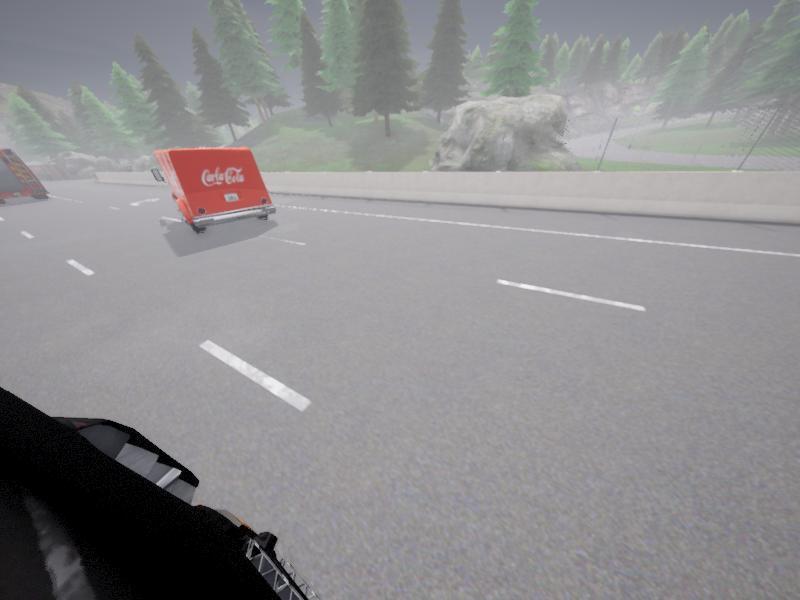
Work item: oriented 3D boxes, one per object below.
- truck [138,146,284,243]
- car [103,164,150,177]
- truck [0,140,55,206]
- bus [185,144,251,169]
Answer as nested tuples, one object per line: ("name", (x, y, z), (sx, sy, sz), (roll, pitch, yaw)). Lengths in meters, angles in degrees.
("truck", (-7.225, -4.279, 8.800), (5.204, 2.467, 2.627), (26, 43, 36))
("car", (-48.309, -22.973, 40.907), (2.163, 1.488, 4.792), (15, 38, 26))
("truck", (-31.820, -9.866, 18.016), (8.468, 3.827, 2.891), (15, 38, 25))
("bus", (-40.208, -32.272, 51.740), (3.944, 4.253, 10.273), (15, 38, 26))
